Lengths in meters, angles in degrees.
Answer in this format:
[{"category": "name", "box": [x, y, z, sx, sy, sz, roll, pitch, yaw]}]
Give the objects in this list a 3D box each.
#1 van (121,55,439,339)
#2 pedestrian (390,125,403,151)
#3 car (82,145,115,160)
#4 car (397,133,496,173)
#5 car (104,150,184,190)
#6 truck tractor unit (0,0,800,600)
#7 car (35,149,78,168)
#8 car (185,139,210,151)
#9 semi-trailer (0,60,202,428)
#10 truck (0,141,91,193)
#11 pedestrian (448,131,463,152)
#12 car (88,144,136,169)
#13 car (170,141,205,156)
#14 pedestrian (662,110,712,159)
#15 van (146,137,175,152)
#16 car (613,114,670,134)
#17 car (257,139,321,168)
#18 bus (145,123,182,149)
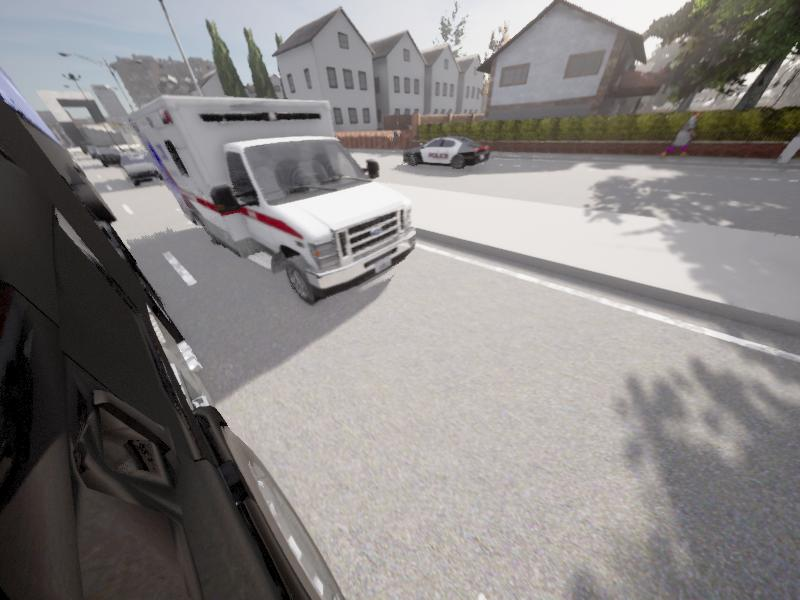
[{"category": "van", "box": [-2.651, -2.239, 4.530, 6.366, 2.431, 2.351, 27, 46, 33]}, {"category": "pedestrian", "box": [-0.308, -14.626, 20.875, 0.751, 1.860, 0.751, 22, 44, 29]}, {"category": "car", "box": [-41.268, -20.252, 31.602, 4.792, 1.488, 2.163, 25, 45, 32]}, {"category": "car", "box": [2.423, -8.466, 13.146, 4.974, 1.542, 2.038, 26, 46, 32]}, {"category": "car", "box": [-14.647, -7.529, 13.145, 5.357, 1.411, 2.033, 26, 46, 32]}, {"category": "truck tractor unit", "box": [-2.645, -0.295, 0.351, 6.516, 4.208, 3.053, 28, 43, 30]}, {"category": "car", "box": [-35.990, -14.914, 24.311, 4.181, 1.385, 1.994, 26, 45, 32]}, {"category": "car", "box": [-33.085, -25.377, 37.772, 3.633, 1.501, 1.845, 26, 46, 33]}, {"category": "semi-trailer", "box": [-8.829, -3.215, 4.504, 14.254, 4.402, 2.717, 24, 45, 33]}, {"category": "truck", "box": [-21.133, -8.093, 13.736, 6.274, 2.098, 2.390, 26, 45, 32]}, {"category": "pedestrian", "box": [4.337, -12.459, 18.176, 0.751, 1.300, 0.751, 24, 45, 31]}, {"category": "car", "box": [-27.082, -13.530, 21.672, 5.238, 1.638, 1.930, 26, 46, 32]}, {"category": "car", "box": [-29.008, -20.686, 31.435, 5.357, 1.411, 2.033, 25, 45, 32]}, {"category": "pedestrian", "box": [13.921, -8.038, 11.254, 0.751, 1.860, 0.751, 30, 48, 35]}, {"category": "van", "box": [-41.051, -26.684, 39.599, 4.480, 2.038, 2.069, 26, 46, 32]}, {"category": "car", "box": [25.434, -18.600, 24.455, 3.806, 1.475, 1.970, 26, 46, 32]}, {"category": "car", "box": [-8.145, -10.761, 16.868, 4.514, 1.525, 2.007, 25, 45, 32]}, {"category": "bus", "box": [-52.181, -36.325, 51.206, 3.944, 4.253, 10.273, -28, 44, -29]}]
